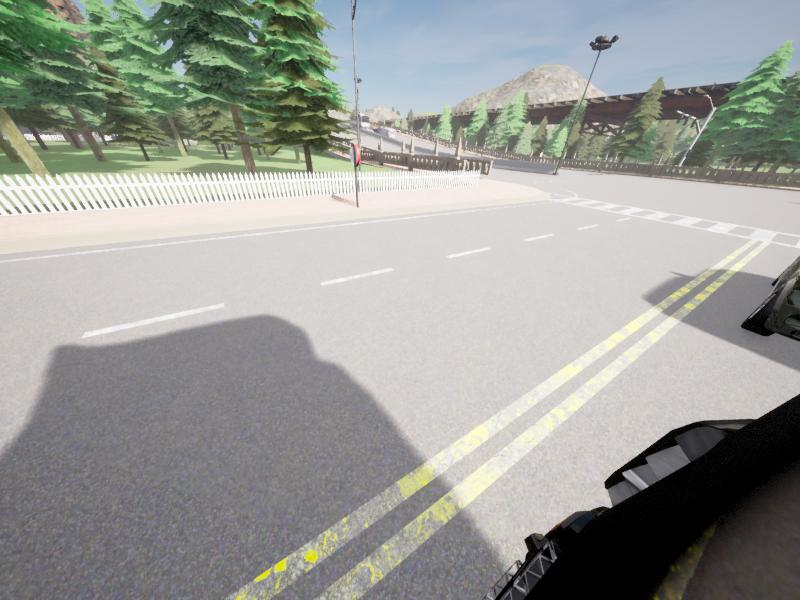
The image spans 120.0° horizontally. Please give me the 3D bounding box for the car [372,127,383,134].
[{"bbox_3d":[-7.173,-53.861,73.385,1.816,1.474,4.193,-17,46,-27],"label":"car"}]

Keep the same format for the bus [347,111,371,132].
[{"bbox_3d":[-13.493,-57.875,74.954,3.944,4.253,10.273,-17,46,-27],"label":"bus"}]

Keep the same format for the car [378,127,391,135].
[{"bbox_3d":[-5.247,-55.977,76.262,2.163,1.488,4.792,-17,46,-27],"label":"car"}]

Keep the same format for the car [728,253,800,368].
[{"bbox_3d":[7.415,-0.203,3.200,4.553,1.767,2.097,-16,38,-26],"label":"car"}]

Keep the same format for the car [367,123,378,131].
[{"bbox_3d":[-9.739,-61.165,81.682,1.801,1.575,5.366,-17,46,-27],"label":"car"}]

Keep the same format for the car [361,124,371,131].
[{"bbox_3d":[-11.507,-58.838,78.631,1.816,1.474,4.193,-17,46,-27],"label":"car"}]

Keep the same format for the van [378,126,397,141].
[{"bbox_3d":[-3.597,-45.853,63.620,2.351,2.431,6.366,-17,46,-27],"label":"van"}]
